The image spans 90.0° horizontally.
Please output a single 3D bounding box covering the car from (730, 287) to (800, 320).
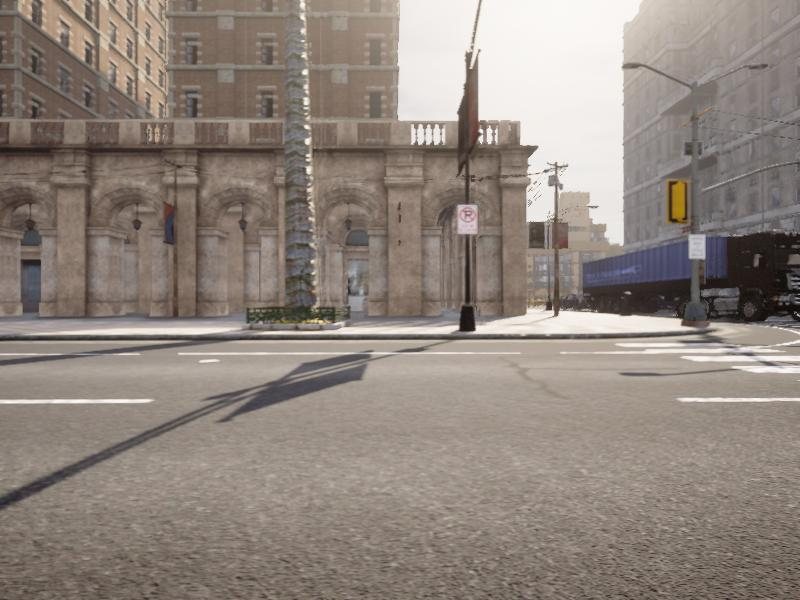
[{"bbox_3d":[19.891,0.156,20.312,1.801,1.575,5.366,0,0,0],"label":"car"}]

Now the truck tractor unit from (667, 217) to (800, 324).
[{"bbox_3d":[16.388,-1.156,19.063,3.053,4.208,6.516,0,0,2],"label":"truck tractor unit"}]

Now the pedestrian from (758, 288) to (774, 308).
[{"bbox_3d":[33.728,-0.194,36.870,0.751,1.860,0.751,0,0,7],"label":"pedestrian"}]

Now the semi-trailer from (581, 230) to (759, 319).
[{"bbox_3d":[16.620,-1.255,26.973,2.717,4.402,14.254,0,0,2],"label":"semi-trailer"}]

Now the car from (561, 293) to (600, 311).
[{"bbox_3d":[16.298,0.189,36.326,1.845,1.501,3.633,0,0,0],"label":"car"}]

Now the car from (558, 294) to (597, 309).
[{"bbox_3d":[19.739,0.181,44.759,2.038,1.542,4.974,0,0,0],"label":"car"}]
